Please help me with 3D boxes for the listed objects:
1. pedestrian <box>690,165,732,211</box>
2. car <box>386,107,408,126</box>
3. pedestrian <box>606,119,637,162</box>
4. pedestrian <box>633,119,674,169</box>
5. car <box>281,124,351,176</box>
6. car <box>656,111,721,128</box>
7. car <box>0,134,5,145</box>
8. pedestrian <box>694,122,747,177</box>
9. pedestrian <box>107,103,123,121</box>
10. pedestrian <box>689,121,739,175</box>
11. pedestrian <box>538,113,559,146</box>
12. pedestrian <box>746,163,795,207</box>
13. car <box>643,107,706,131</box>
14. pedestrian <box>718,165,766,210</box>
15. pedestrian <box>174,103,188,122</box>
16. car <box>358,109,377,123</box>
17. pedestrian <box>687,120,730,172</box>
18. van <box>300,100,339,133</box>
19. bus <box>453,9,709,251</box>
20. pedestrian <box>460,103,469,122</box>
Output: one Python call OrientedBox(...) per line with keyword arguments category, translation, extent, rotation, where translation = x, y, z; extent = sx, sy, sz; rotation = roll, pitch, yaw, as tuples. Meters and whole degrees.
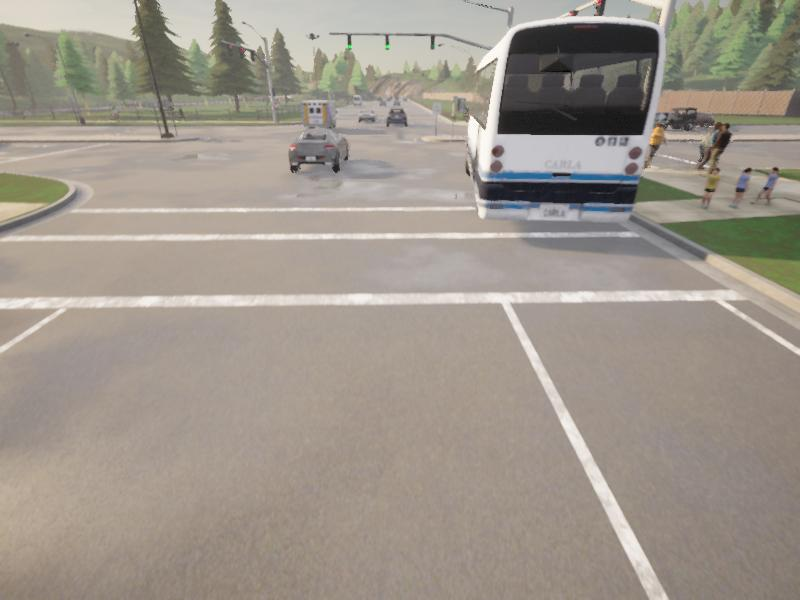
OrientedBox(category="pedestrian", translation=(8.418, -3.039, 10.835), extent=(0.500, 1.100, 0.500), rotation=(-21, 34, -34))
OrientedBox(category="car", translation=(-0.328, -19.738, 42.945), extent=(2.242, 1.667, 4.611), rotation=(0, 27, 0))
OrientedBox(category="pedestrian", translation=(10.744, -7.756, 19.457), extent=(0.751, 1.860, 0.751), rotation=(3, 28, 6))
OrientedBox(category="pedestrian", translation=(10.444, -6.437, 16.525), extent=(0.751, 1.860, 0.751), rotation=(2, 27, 3))
OrientedBox(category="car", translation=(-3.641, -7.024, 18.406), extent=(2.152, 1.651, 5.027), rotation=(0, 27, 0))
OrientedBox(category="car", translation=(27.803, -17.468, 38.698), extent=(4.674, 1.442, 1.812), rotation=(0, 27, 0))
OrientedBox(category="car", translation=(-28.589, -10.555, 25.608), extent=(4.181, 1.385, 1.994), rotation=(0, 27, 0))
OrientedBox(category="pedestrian", translation=(12.049, -5.673, 15.091), extent=(0.751, 1.860, 0.751), rotation=(-4, 28, -7))
OrientedBox(category="pedestrian", translation=(-33.007, -21.752, 46.372), extent=(0.751, 1.860, 0.751), rotation=(2, 27, 3))
OrientedBox(category="pedestrian", translation=(12.201, -5.925, 15.579), extent=(0.751, 1.860, 0.751), rotation=(-11, 29, -21))
OrientedBox(category="pedestrian", translation=(9.326, -10.691, 25.143), extent=(0.751, 1.860, 0.751), rotation=(1, 27, 2))
OrientedBox(category="pedestrian", translation=(10.286, -3.200, 11.139), extent=(0.500, 1.100, 0.500), rotation=(1, 27, 2))
OrientedBox(category="car", translation=(24.268, -16.061, 35.499), extent=(3.866, 1.878, 1.905), rotation=(0, 27, 0))
OrientedBox(category="pedestrian", translation=(9.281, -3.064, 10.879), extent=(0.500, 1.100, 0.500), rotation=(0, 27, 1))
OrientedBox(category="pedestrian", translation=(-24.970, -21.433, 45.725), extent=(0.751, 1.860, 0.751), rotation=(2, 27, 3))
OrientedBox(category="car", translation=(-3.865, -22.094, 47.927), extent=(1.895, 1.301, 4.718), rotation=(0, 27, 0))
OrientedBox(category="pedestrian", translation=(12.424, -6.209, 16.126), extent=(0.751, 1.860, 0.751), rotation=(-24, 36, -39))
OrientedBox(category="van", translation=(-7.281, -17.081, 37.005), extent=(2.351, 2.431, 6.366), rotation=(0, 27, 0))
OrientedBox(category="bus", translation=(3.771, -5.391, 12.357), extent=(3.944, 4.253, 10.273), rotation=(3, 27, 6))
OrientedBox(category="pedestrian", translation=(7.147, -20.781, 44.346), extent=(0.751, 1.860, 0.751), rotation=(11, 29, 20))
